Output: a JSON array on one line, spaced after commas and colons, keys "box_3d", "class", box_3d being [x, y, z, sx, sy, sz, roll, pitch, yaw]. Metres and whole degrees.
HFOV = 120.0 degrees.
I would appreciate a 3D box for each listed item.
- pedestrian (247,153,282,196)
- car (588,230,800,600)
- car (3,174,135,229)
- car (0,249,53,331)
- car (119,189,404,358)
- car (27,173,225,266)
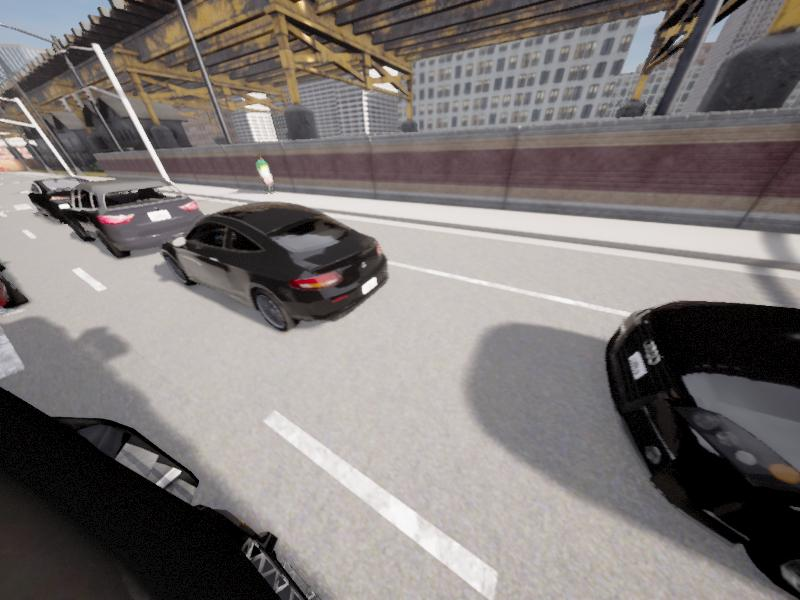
[{"box_3d": [-7.028, -6.534, 12.060, 0.751, 1.860, 0.751, 16, 38, 26], "class": "pedestrian"}, {"box_3d": [3.752, 0.919, 1.026, 4.181, 1.385, 1.994, 16, 38, 26], "class": "car"}, {"box_3d": [-14.259, -4.419, 9.974, 4.902, 1.511, 2.128, 16, 38, 25], "class": "car"}, {"box_3d": [-8.509, -0.475, 3.756, 4.792, 1.488, 2.163, 16, 38, 26], "class": "car"}, {"box_3d": [-2.422, -0.922, 4.086, 4.674, 1.442, 1.812, 16, 38, 26], "class": "car"}, {"box_3d": [-7.914, -2.627, 6.765, 4.611, 1.667, 2.242, 16, 38, 25], "class": "car"}]
